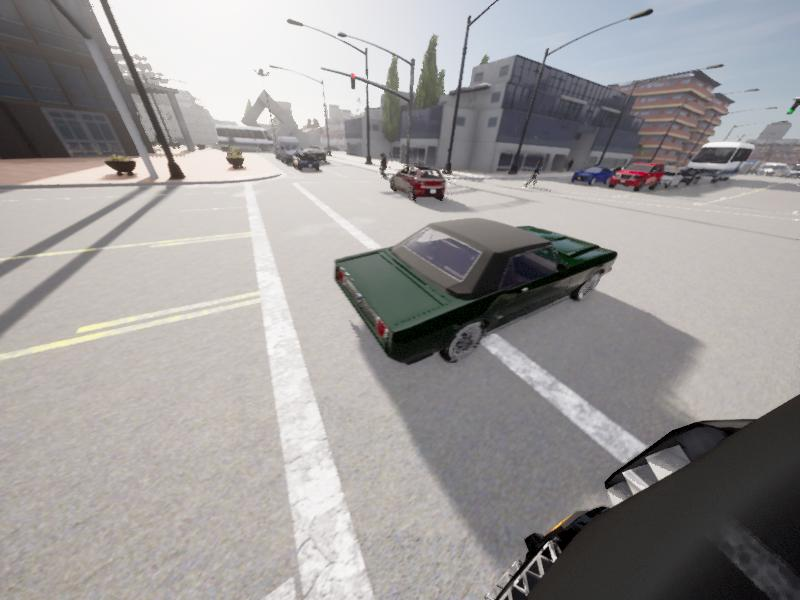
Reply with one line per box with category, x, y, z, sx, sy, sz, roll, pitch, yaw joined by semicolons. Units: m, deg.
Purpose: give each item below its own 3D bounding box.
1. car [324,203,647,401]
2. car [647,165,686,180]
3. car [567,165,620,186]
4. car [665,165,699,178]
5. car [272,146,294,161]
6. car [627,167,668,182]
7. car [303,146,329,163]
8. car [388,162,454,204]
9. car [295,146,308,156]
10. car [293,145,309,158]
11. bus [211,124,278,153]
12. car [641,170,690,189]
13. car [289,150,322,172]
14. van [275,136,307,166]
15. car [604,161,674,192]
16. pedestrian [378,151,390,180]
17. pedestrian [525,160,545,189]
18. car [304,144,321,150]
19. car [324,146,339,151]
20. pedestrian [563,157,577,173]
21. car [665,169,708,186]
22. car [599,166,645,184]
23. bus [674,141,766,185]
car;1.490;-0.553;3.752;4.718;1.301;1.895;-16;38;-26
car;36.666;-17.604;31.807;5.008;1.535;1.882;-17;39;-25
car;19.272;-12.445;22.996;5.008;1.535;1.882;-16;38;-26
car;42.495;-19.377;34.752;4.674;1.442;1.812;-17;38;-25
car;-15.917;-19.985;31.398;1.845;1.501;3.633;-16;38;-27
car;31.189;-15.859;29.093;4.181;1.385;1.994;-16;38;-25
car;-11.312;-19.377;30.785;1.930;1.638;5.238;-15;38;-26
car;0.858;-6.370;12.331;1.816;1.474;4.193;-9;35;-18
car;-19.325;-29.459;45.509;1.816;1.474;4.193;-5;34;-13
car;-17.119;-25.694;39.845;1.930;1.638;5.238;-12;36;-22
bus;-32.477;-34.118;48.874;10.273;4.253;3.944;-2;35;-8
car;27.356;-12.494;23.779;4.674;1.442;1.812;-16;38;-26
car;-8.789;-12.928;21.383;1.816;1.474;4.193;-15;38;-26
van;-12.492;-17.093;26.401;1.988;2.561;5.915;-15;38;-26
car;21.075;-10.926;20.386;5.566;2.045;2.150;-16;38;-26
pedestrian;-1.239;-10.274;17.646;0.751;1.860;0.751;-4;34;-11
pedestrian;10.203;-9.496;17.473;0.751;1.860;0.751;20;37;23
car;-32.099;-56.134;84.875;5.357;1.411;2.033;7;33;5
car;-23.873;-52.627;80.256;4.674;1.442;1.812;7;34;6
pedestrian;23.621;-18.677;32.078;0.751;1.860;0.751;-15;38;-25
car;33.020;-14.196;26.635;4.193;1.474;1.816;-17;38;-26
car;24.863;-14.035;25.872;4.892;1.490;1.837;-16;38;-26
bus;41.454;-17.835;29.947;10.273;4.253;3.944;-17;38;-26
